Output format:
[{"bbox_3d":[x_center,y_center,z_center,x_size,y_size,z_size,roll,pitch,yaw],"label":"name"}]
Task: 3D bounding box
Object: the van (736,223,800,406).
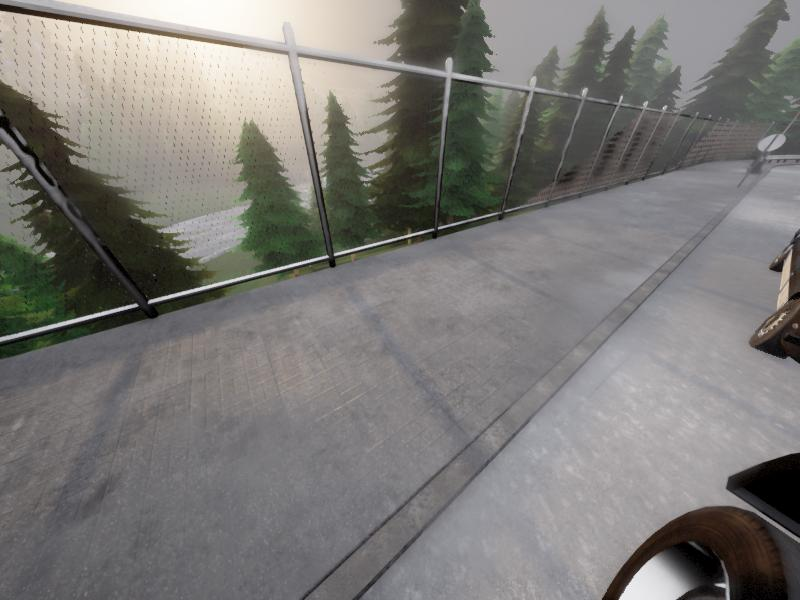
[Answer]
[{"bbox_3d":[6.826,-0.675,2.632,5.915,2.561,1.988,-22,41,-28],"label":"van"}]
